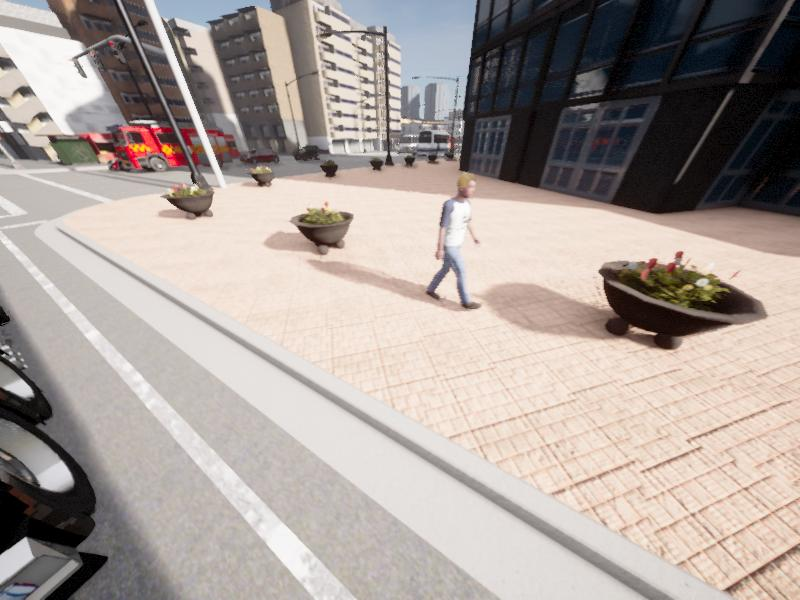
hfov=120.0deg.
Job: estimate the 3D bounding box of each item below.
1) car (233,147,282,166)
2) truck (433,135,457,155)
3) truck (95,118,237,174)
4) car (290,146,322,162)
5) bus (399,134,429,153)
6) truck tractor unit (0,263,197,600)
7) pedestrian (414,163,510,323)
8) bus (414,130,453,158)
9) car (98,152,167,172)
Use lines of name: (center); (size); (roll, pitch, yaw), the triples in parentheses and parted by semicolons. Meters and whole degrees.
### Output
car: (-17.735, -18.107, 28.999); (2.097, 1.767, 4.553); (18, 38, 24)
truck: (11.524, -39.883, 59.354); (2.891, 3.827, 8.468); (18, 39, 24)
truck: (-21.777, -14.967, 22.579); (2.891, 3.827, 8.468); (18, 38, 24)
car: (-13.929, -21.953, 34.603); (1.905, 1.878, 3.866); (18, 38, 24)
bus: (4.090, -44.555, 65.775); (3.944, 4.253, 10.273); (18, 39, 24)
truck tractor unit: (-5.112, -0.300, 0.783); (6.516, 4.208, 3.053); (18, 39, 24)
pedestrian: (0.744, -0.743, 3.136); (0.751, 1.860, 0.751); (24, 42, 31)
bus: (7.007, -31.733, 47.016); (3.944, 4.253, 10.273); (18, 38, 24)
car: (-26.126, -13.660, 22.742); (1.970, 1.475, 3.806); (18, 38, 24)
